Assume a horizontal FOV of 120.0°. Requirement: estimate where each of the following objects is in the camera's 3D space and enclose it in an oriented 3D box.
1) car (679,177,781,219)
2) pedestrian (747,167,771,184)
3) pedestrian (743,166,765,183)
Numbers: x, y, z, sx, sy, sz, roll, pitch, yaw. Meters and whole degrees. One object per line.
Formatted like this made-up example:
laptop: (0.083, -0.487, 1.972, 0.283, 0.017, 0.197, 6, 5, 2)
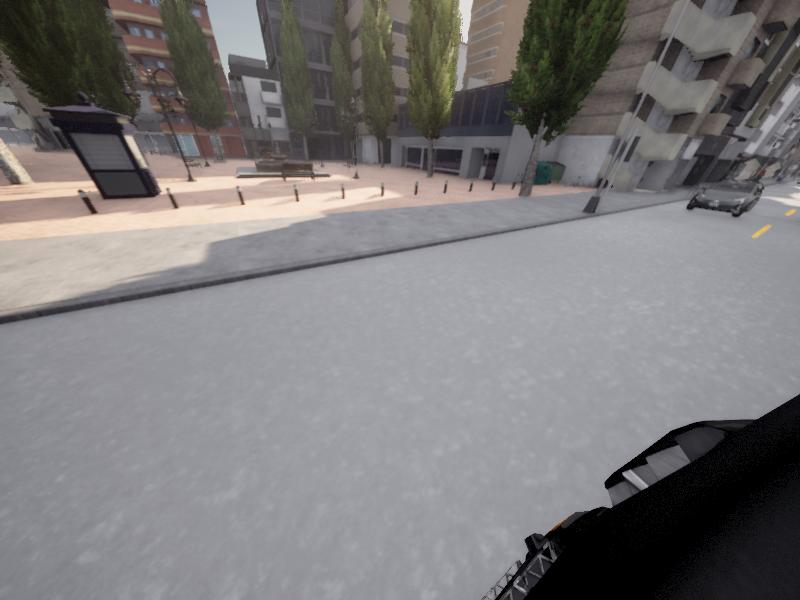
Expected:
car: (17.368, -5.489, 12.171, 4.514, 1.525, 2.007, -16, 38, -26)
pedestrian: (45.439, -15.757, 29.226, 0.751, 1.860, 0.751, -13, 37, -23)
pedestrian: (47.302, -16.742, 30.853, 0.751, 1.860, 0.751, -17, 38, -27)
